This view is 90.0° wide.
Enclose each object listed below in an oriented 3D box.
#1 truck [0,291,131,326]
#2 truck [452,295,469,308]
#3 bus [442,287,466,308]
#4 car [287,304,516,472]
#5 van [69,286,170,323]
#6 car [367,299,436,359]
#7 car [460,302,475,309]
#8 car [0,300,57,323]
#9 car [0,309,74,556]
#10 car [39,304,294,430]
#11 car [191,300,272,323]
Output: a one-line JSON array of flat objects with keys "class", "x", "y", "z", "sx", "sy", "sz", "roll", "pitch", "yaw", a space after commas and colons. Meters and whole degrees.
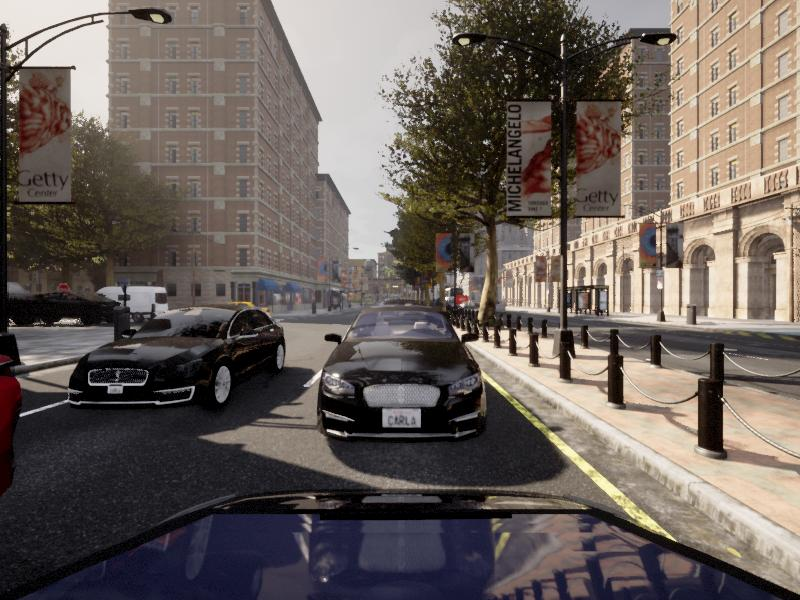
[{"class": "truck", "x": -21.087, "y": 0.540, "z": 25.429, "sx": 6.274, "sy": 2.098, "sz": 2.390, "roll": 0, "pitch": 0, "yaw": -1}, {"class": "truck", "x": 11.763, "y": 0.355, "z": 78.047, "sx": 2.627, "sy": 2.467, "sz": 5.204, "roll": 0, "pitch": 0, "yaw": 0}, {"class": "bus", "x": 11.676, "y": -0.538, "z": 88.180, "sx": 3.944, "sy": 4.253, "sz": 10.273, "roll": 0, "pitch": 0, "yaw": 0}, {"class": "car", "x": 0.023, "y": 0.836, "z": 6.166, "sx": 2.128, "sy": 1.511, "sz": 4.902, "roll": 0, "pitch": 0, "yaw": 0}, {"class": "van", "x": -20.213, "y": 0.322, "z": 29.025, "sx": 5.915, "sy": 2.561, "sz": 1.988, "roll": 0, "pitch": 0, "yaw": -2}, {"class": "car", "x": 0.043, "y": 0.788, "z": 12.806, "sx": 1.851, "sy": 1.617, "sz": 3.988, "roll": 0, "pitch": 0, "yaw": 0}, {"class": "car", "x": 11.736, "y": 0.942, "z": 70.013, "sx": 1.895, "sy": 1.301, "sz": 4.718, "roll": 0, "pitch": 0, "yaw": 0}, {"class": "car", "x": -28.277, "y": 0.801, "z": 28.894, "sx": 5.366, "sy": 1.575, "sz": 1.801, "roll": 0, "pitch": 0, "yaw": -1}, {"class": "car", "x": -3.495, "y": 0.828, "z": 0.791, "sx": 2.007, "sy": 1.525, "sz": 4.514, "roll": 0, "pitch": 0, "yaw": 0}, {"class": "car", "x": -3.503, "y": 0.845, "z": 7.333, "sx": 1.837, "sy": 1.490, "sz": 4.892, "roll": 0, "pitch": 0, "yaw": 0}, {"class": "car", "x": -12.341, "y": 0.801, "z": 29.645, "sx": 5.366, "sy": 1.575, "sz": 1.801, "roll": 0, "pitch": 0, "yaw": -19}]
